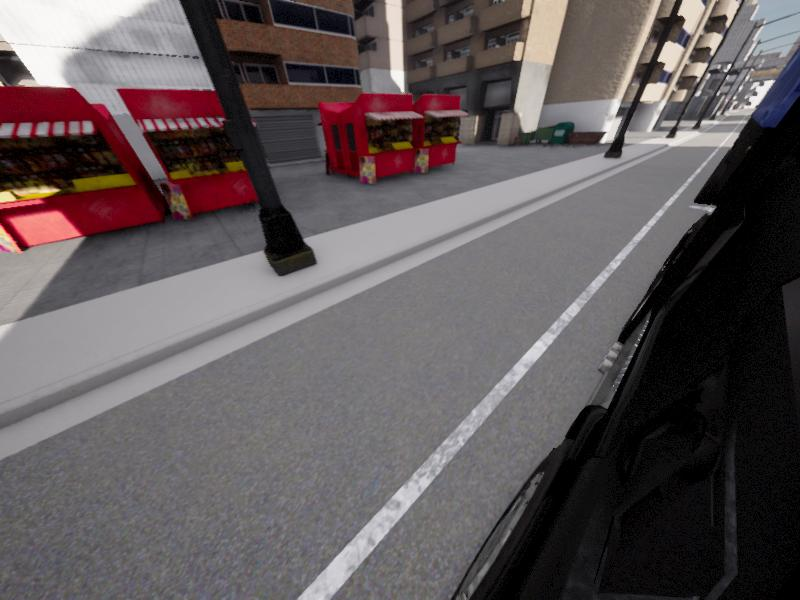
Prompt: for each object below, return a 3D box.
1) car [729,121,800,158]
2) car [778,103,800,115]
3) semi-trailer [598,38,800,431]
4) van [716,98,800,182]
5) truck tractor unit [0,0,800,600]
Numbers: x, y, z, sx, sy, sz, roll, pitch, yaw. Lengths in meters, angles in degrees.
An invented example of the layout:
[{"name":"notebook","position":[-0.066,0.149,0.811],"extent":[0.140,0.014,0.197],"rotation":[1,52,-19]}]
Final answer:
[{"name":"car","position":[22.822,-10.043,14.354],"extent":[4.902,1.511,2.128],"rotation":[-28,44,-30]},{"name":"car","position":[76.676,-37.358,45.182],"extent":[4.611,1.667,2.242],"rotation":[-30,44,-29]},{"name":"semi-trailer","position":[8.667,-3.629,4.253],"extent":[14.254,4.402,2.717],"rotation":[-29,44,-30]},{"name":"van","position":[16.452,-6.979,9.896],"extent":[6.366,2.431,2.351],"rotation":[-28,44,-30]},{"name":"truck tractor unit","position":[2.645,-0.295,0.351],"extent":[6.516,4.208,3.053],"rotation":[-28,44,-30]}]
